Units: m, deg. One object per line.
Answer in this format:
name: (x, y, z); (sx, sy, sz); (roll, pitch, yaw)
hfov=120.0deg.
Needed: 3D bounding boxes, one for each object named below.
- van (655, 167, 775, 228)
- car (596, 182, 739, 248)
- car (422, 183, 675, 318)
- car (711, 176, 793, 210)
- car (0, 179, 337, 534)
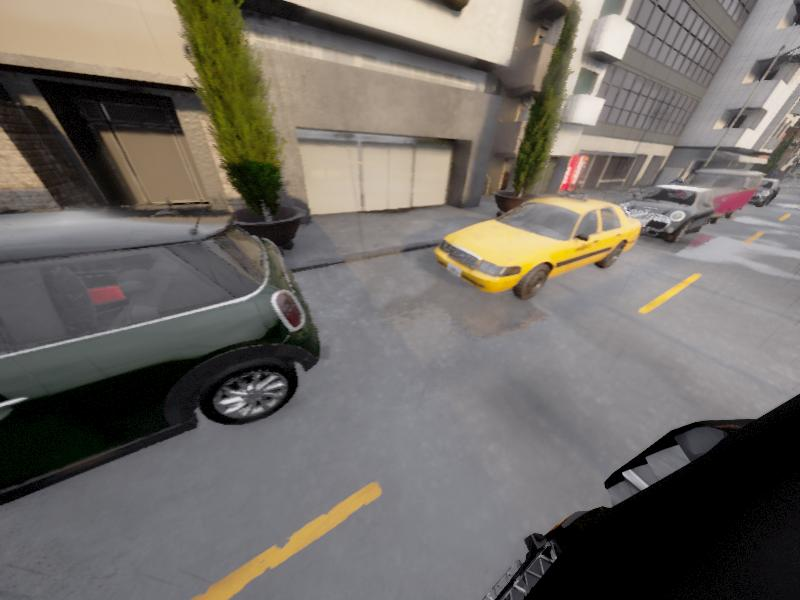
van: (14.034, -4.718, 10.327); (4.442, 1.987, 1.775); (-16, 38, -26)
car: (9.253, -3.140, 8.057); (3.806, 1.475, 1.970); (-16, 38, -26)
car: (3.279, -1.476, 5.013); (5.366, 1.575, 1.801); (-16, 38, -26)
car: (22.261, -6.860, 14.625); (3.806, 1.475, 1.970); (-16, 38, -26)
car: (-3.130, 0.268, 1.714); (4.553, 1.767, 2.097); (-16, 38, -26)
